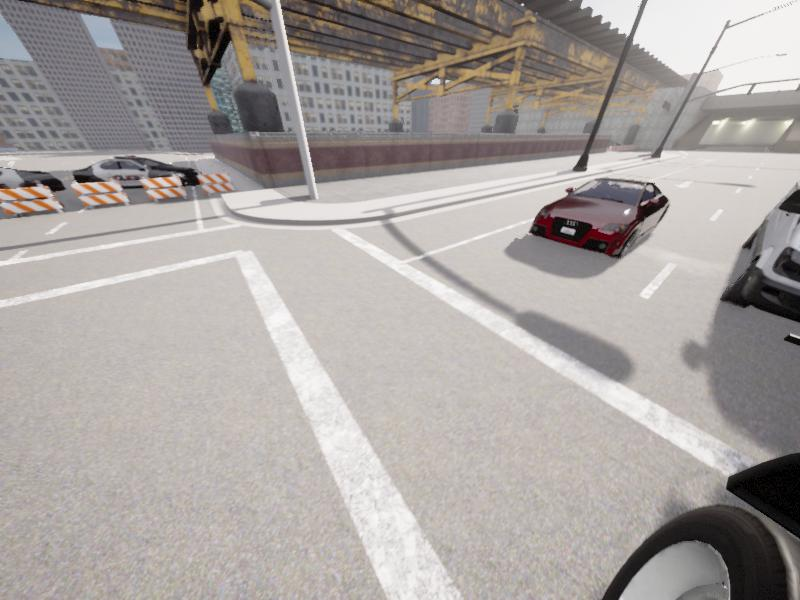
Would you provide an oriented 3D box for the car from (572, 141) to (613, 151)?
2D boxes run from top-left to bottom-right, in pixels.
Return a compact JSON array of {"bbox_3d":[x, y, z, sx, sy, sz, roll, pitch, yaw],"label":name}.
[{"bbox_3d":[33.954,-27.258,40.869,4.974,1.542,2.038,4,35,6],"label":"car"}]

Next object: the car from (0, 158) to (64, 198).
[{"bbox_3d":[-17.035,-4.470,8.734,1.853,1.218,4.536,10,37,14],"label":"car"}]

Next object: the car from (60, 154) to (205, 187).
[{"bbox_3d":[-13.236,-6.647,11.786,4.536,1.218,1.853,-5,35,-6],"label":"car"}]

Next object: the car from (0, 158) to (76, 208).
[{"bbox_3d":[-17.049,-4.313,8.784,2.038,1.542,4.974,10,37,14],"label":"car"}]

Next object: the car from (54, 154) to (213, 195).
[{"bbox_3d":[-13.184,-6.523,11.883,4.974,1.542,2.038,-5,35,-6],"label":"car"}]

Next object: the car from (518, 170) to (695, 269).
[{"bbox_3d":[5.388,-2.386,6.053,4.181,1.385,1.994,-23,41,-29],"label":"car"}]

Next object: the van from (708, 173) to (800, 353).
[{"bbox_3d":[7.561,-1.293,3.469,5.915,2.561,1.988,-23,41,-29],"label":"van"}]
